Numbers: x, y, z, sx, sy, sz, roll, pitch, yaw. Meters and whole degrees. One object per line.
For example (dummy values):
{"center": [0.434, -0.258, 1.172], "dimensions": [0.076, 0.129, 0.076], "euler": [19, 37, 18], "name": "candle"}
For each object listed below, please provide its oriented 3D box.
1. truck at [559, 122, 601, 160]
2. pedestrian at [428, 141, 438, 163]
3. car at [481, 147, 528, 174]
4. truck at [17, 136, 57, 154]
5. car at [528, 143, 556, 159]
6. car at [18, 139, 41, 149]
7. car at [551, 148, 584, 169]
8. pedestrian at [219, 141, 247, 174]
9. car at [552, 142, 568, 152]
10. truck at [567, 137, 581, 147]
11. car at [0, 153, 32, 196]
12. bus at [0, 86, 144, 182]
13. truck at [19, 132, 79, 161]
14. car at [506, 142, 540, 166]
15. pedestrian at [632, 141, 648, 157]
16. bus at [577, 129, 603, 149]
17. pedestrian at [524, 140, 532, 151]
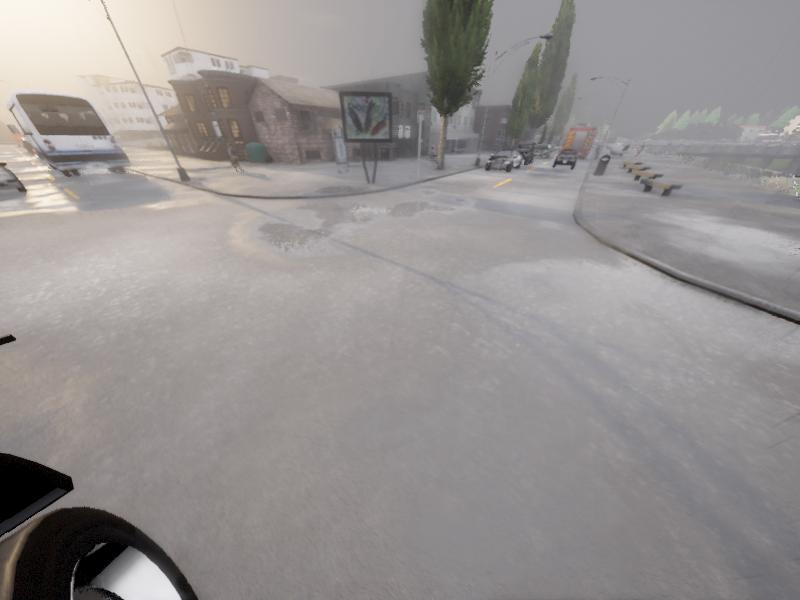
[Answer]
{"center": [24.500, -21.495, 31.295], "dimensions": [2.891, 3.827, 8.468], "euler": [23, 41, 28], "name": "truck"}
{"center": [3.312, -14.898, 23.267], "dimensions": [0.751, 1.860, 0.751], "euler": [-3, 35, -4], "name": "pedestrian"}
{"center": [8.842, -11.780, 19.371], "dimensions": [2.038, 1.542, 4.974], "euler": [23, 41, 28], "name": "car"}
{"center": [-56.617, -24.230, 36.017], "dimensions": [6.274, 2.098, 2.390], "euler": [22, 41, 28], "name": "truck"}
{"center": [19.629, -20.591, 31.882], "dimensions": [2.152, 1.651, 5.027], "euler": [22, 41, 28], "name": "car"}
{"center": [-76.489, -32.176, 47.620], "dimensions": [5.366, 1.575, 1.801], "euler": [22, 41, 28], "name": "car"}
{"center": [15.981, -13.547, 21.984], "dimensions": [1.816, 1.474, 4.193], "euler": [22, 41, 28], "name": "car"}
{"center": [-11.373, -9.748, 15.802], "dimensions": [0.751, 1.860, 0.751], "euler": [20, 40, 25], "name": "pedestrian"}
{"center": [32.276, -30.862, 46.573], "dimensions": [1.851, 1.617, 3.988], "euler": [22, 41, 28], "name": "car"}
{"center": [53.229, -48.209, 70.607], "dimensions": [2.627, 2.467, 5.204], "euler": [22, 41, 28], "name": "truck"}
{"center": [-19.700, -5.983, 10.849], "dimensions": [3.988, 1.617, 1.851], "euler": [22, 41, 28], "name": "car"}
{"center": [-23.424, -11.373, 16.173], "dimensions": [10.273, 4.253, 3.944], "euler": [22, 41, 28], "name": "bus"}
{"center": [-39.739, -17.438, 26.189], "dimensions": [5.204, 2.467, 2.627], "euler": [22, 41, 28], "name": "truck"}
{"center": [12.571, -14.980, 23.624], "dimensions": [1.905, 1.878, 3.866], "euler": [22, 41, 28], "name": "car"}
{"center": [33.406, -21.008, 32.157], "dimensions": [0.751, 1.860, 0.751], "euler": [-24, 42, -31], "name": "pedestrian"}
{"center": [52.578, -44.536, 63.839], "dimensions": [3.944, 4.253, 10.273], "euler": [22, 41, 28], "name": "bus"}
{"center": [24.792, -29.938, 44.759], "dimensions": [0.751, 1.860, 0.751], "euler": [27, 43, 33], "name": "pedestrian"}
